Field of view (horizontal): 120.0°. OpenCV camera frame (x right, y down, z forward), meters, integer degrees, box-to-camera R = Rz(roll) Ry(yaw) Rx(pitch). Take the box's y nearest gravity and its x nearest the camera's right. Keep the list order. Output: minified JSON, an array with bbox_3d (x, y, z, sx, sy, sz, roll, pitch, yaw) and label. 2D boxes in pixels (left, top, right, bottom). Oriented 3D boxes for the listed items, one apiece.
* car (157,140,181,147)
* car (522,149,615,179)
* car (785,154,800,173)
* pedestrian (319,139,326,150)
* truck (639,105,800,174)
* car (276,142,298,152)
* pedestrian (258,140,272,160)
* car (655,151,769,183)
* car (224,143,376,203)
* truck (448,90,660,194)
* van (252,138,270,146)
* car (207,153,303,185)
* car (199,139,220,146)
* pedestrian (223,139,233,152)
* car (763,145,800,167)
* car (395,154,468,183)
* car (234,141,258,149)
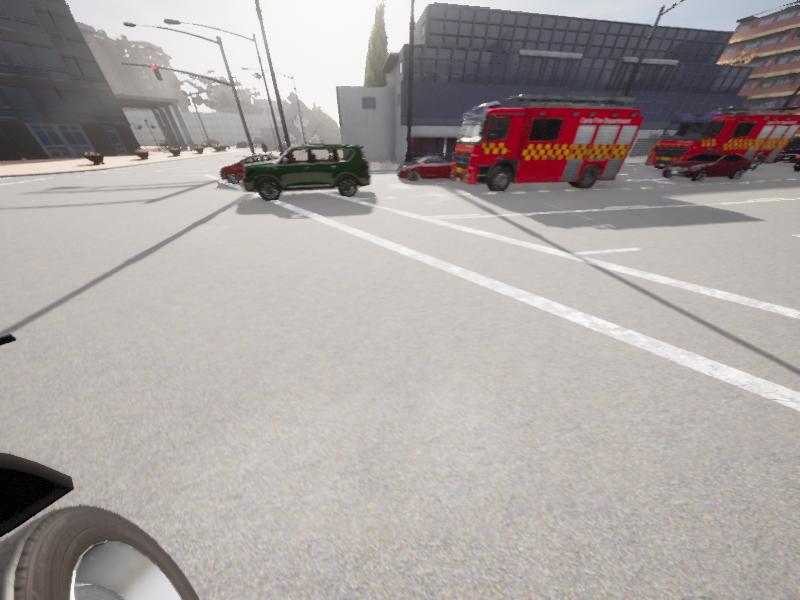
[{"bbox_3d":[-61.440,-41.674,61.518,3.988,1.617,1.851,-1,35,-2],"label":"car"},{"bbox_3d":[11.707,-9.640,16.340,4.974,1.542,2.038,-6,36,-8],"label":"car"},{"bbox_3d":[30.303,-9.708,15.968,4.193,1.474,1.816,-7,36,-8],"label":"car"},{"bbox_3d":[-16.319,-32.631,48.474,0.751,1.860,0.751,9,36,12],"label":"pedestrian"},{"bbox_3d":[24.191,-11.994,17.393,8.468,3.827,2.891,-7,36,-8],"label":"truck"},{"bbox_3d":[-22.064,-29.969,45.233,1.837,1.490,4.892,1,35,1],"label":"car"},{"bbox_3d":[-15.047,-16.728,25.776,0.751,1.860,0.751,-5,35,-7],"label":"pedestrian"},{"bbox_3d":[19.377,-8.400,14.511,4.674,1.442,1.812,-6,36,-8],"label":"car"},{"bbox_3d":[-4.109,-5.925,10.598,5.566,2.045,2.150,-9,36,-13],"label":"car"},{"bbox_3d":[7.312,-8.073,12.121,8.468,3.827,2.891,-6,35,-8],"label":"truck"},{"bbox_3d":[-47.411,-53.937,78.770,1.775,1.987,4.442,28,43,34],"label":"van"},{"bbox_3d":[-8.328,-7.779,13.705,4.193,1.474,1.816,-2,35,-3],"label":"car"},{"bbox_3d":[-61.509,-50.930,74.509,4.553,1.767,2.097,-11,37,-16],"label":"car"},{"bbox_3d":[-29.911,-26.905,40.157,0.751,1.860,0.751,-11,36,-15],"label":"pedestrian"},{"bbox_3d":[34.143,-12.182,19.416,4.181,1.385,1.994,-7,36,-8],"label":"car"},{"bbox_3d":[1.925,-8.578,14.972,4.181,1.385,1.994,-6,35,-8],"label":"car"},{"bbox_3d":[-38.249,-38.527,57.425,5.027,1.651,2.152,16,38,21],"label":"car"}]
